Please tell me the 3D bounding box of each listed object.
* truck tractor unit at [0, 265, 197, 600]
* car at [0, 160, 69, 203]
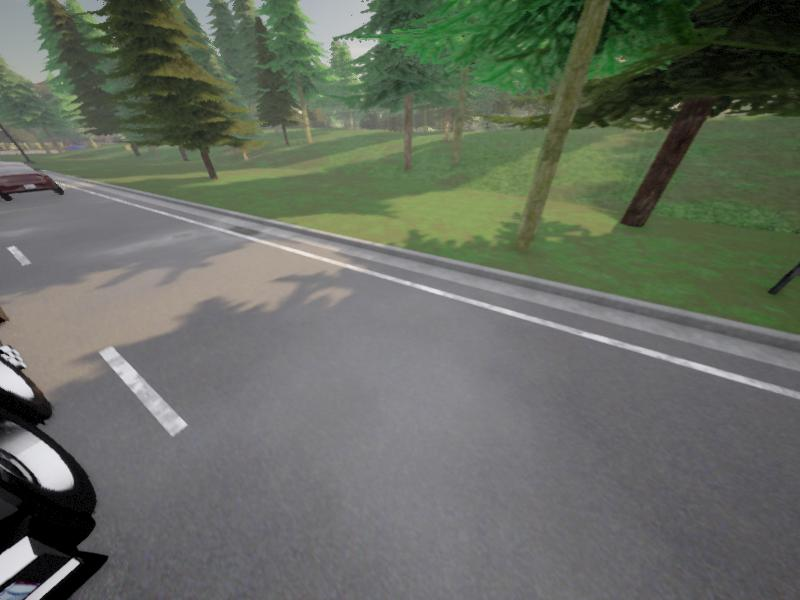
[{"bbox_3d":[-5.113,-0.300,0.780,6.516,4.208,3.053,18,39,24],"label":"truck tractor unit"},{"bbox_3d":[-19.287,-6.091,11.644,4.674,1.442,1.812,18,39,24],"label":"car"}]
